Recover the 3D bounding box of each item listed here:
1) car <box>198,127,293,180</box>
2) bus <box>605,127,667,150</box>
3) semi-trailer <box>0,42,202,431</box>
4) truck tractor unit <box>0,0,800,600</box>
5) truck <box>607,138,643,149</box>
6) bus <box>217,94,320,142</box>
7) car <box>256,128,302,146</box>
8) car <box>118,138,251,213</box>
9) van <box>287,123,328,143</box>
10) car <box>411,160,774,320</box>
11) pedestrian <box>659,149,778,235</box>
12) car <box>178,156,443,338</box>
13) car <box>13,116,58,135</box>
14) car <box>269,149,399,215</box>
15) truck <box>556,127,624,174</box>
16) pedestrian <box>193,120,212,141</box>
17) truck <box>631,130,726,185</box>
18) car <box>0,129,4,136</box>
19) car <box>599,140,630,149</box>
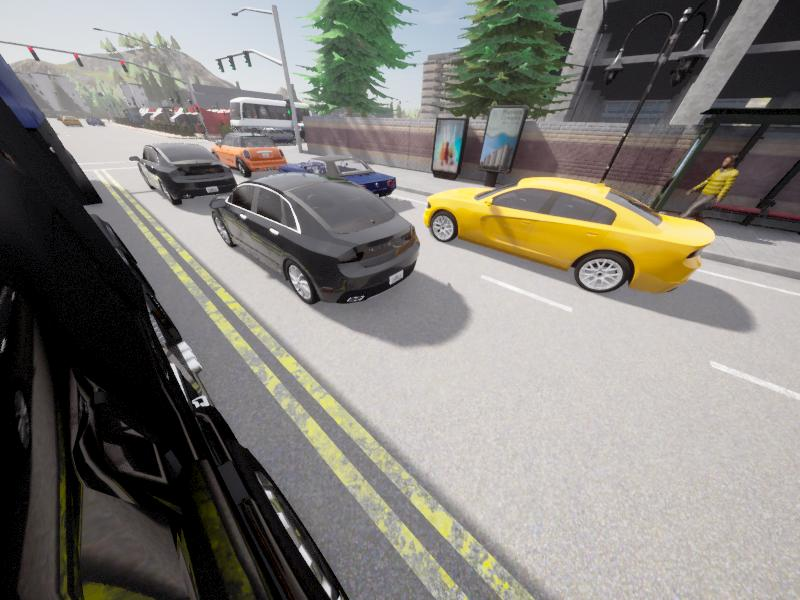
[{"bbox_3d":[-7.820,-7.547,11.730,4.553,1.767,2.097,28,44,30],"label":"car"},{"bbox_3d":[61.492,-42.481,60.717,10.273,4.253,3.944,28,44,30],"label":"bus"},{"bbox_3d":[-8.696,-3.609,4.224,14.254,4.402,2.717,28,44,30],"label":"semi-trailer"},{"bbox_3d":[-2.645,-0.295,0.351,6.516,4.208,3.053,28,44,30],"label":"truck tractor unit"},{"bbox_3d":[58.221,-40.695,59.925,6.274,2.098,2.390,28,44,30],"label":"truck"},{"bbox_3d":[-16.508,-23.505,30.346,3.944,4.253,10.273,28,44,30],"label":"bus"},{"bbox_3d":[-13.379,-18.131,25.685,1.970,1.475,3.806,28,44,30],"label":"car"},{"bbox_3d":[-7.406,-4.460,7.885,4.892,1.490,1.837,28,44,30],"label":"car"},{"bbox_3d":[-12.250,-22.471,31.081,2.069,2.038,4.480,24,42,26],"label":"van"},{"bbox_3d":[2.834,-1.747,4.874,5.008,1.535,1.882,28,44,30],"label":"car"},{"bbox_3d":[8.060,-2.780,6.021,0.751,1.860,0.751,13,38,13],"label":"pedestrian"},{"bbox_3d":[-1.889,-1.514,4.300,4.892,1.490,1.837,28,44,30],"label":"car"},{"bbox_3d":[-41.381,-19.870,26.321,4.792,1.488,2.163,28,44,30],"label":"car"},{"bbox_3d":[-2.472,-4.485,8.396,4.718,1.301,1.895,28,44,30],"label":"car"},{"bbox_3d":[13.953,-11.031,16.932,2.615,2.467,5.204,28,44,30],"label":"truck"},{"bbox_3d":[-22.156,-19.021,25.964,0.751,1.860,0.751,24,42,26],"label":"pedestrian"},{"bbox_3d":[17.256,-9.271,14.792,2.615,2.467,5.204,28,44,30],"label":"truck"},{"bbox_3d":[-40.065,-16.503,21.825,5.366,1.575,1.801,29,44,31],"label":"car"},{"bbox_3d":[52.483,-38.045,56.492,5.366,1.575,1.801,28,44,30],"label":"car"}]
